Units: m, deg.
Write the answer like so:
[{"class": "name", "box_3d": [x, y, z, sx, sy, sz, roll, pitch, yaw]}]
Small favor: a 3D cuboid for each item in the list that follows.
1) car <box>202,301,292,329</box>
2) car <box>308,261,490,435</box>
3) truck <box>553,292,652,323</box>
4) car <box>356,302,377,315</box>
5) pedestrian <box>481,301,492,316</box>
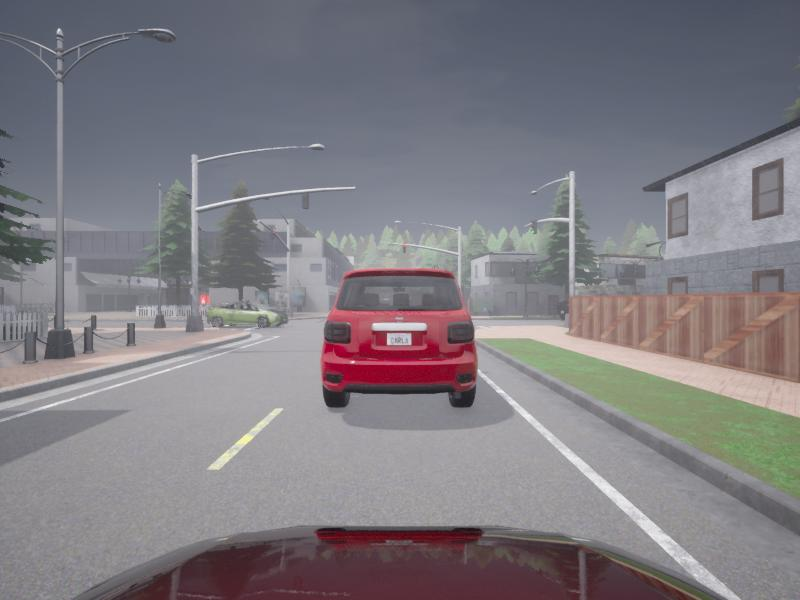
[{"class": "car", "box_3d": [-8.825, 0.840, 23.288, 4.514, 1.525, 2.007, 0, 0, 9]}, {"class": "car", "box_3d": [-0.013, 0.568, 7.496, 2.150, 2.045, 5.566, 0, 0, 0]}, {"class": "truck", "box_3d": [14.789, 0.523, 29.358, 6.274, 2.098, 2.390, 0, 0, -9]}, {"class": "car", "box_3d": [-3.565, 0.907, 43.454, 1.994, 1.385, 4.181, 0, 0, 0]}, {"class": "pedestrian", "box_3d": [7.548, 0.746, 34.877, 0.751, 1.300, 0.751, 0, 0, -1]}]
